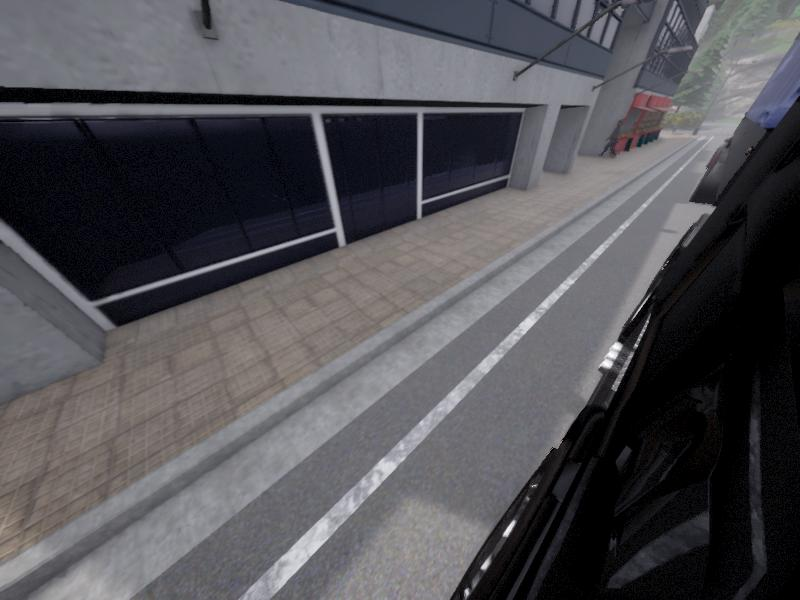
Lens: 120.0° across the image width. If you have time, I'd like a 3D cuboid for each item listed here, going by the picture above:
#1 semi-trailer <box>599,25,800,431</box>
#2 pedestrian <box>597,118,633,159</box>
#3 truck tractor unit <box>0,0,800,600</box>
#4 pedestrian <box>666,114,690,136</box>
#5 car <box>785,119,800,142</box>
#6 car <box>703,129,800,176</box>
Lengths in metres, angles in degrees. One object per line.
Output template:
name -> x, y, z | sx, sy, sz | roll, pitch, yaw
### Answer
semi-trailer -> 8.611, -3.675, 4.294 | 14.254, 4.402, 2.717 | -29, 44, -30
pedestrian -> 12.069, -9.071, 13.038 | 0.751, 1.860, 0.751 | 15, 40, 22
truck tractor unit -> 2.645, -0.295, 0.351 | 6.516, 4.208, 3.053 | -28, 44, -30
pedestrian -> 30.022, -18.917, 24.967 | 0.751, 1.860, 0.751 | -23, 42, -25
car -> 32.777, -13.475, 18.188 | 4.674, 1.442, 1.812 | -29, 44, -31
car -> 16.105, -6.919, 10.643 | 4.181, 1.385, 1.994 | -29, 44, -31
